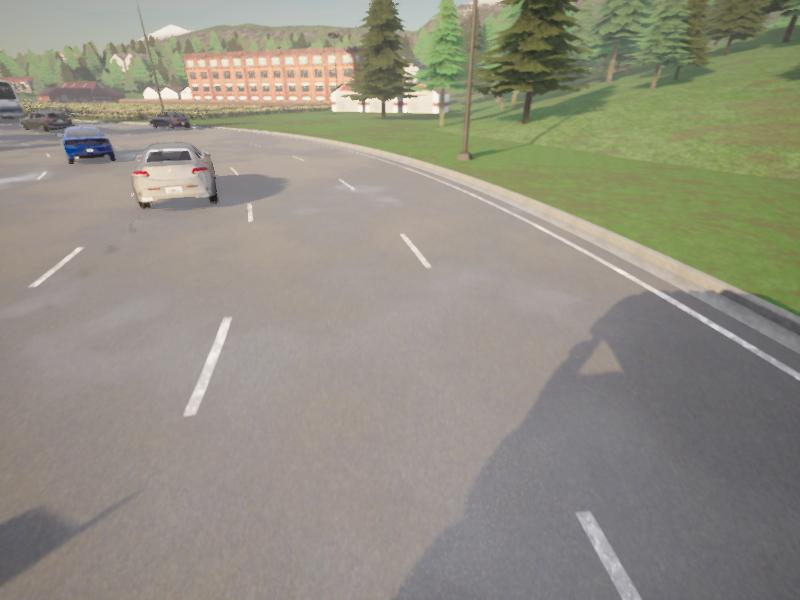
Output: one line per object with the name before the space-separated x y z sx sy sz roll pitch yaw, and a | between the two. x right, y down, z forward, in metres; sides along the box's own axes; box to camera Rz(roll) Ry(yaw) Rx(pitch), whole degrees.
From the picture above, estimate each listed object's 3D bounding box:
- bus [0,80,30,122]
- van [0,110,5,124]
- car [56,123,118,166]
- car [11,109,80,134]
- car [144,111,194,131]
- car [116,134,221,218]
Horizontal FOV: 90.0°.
bus | -50.566 -23.912 47.971 10.273 4.253 3.944 11 29 20
van | -45.846 -20.309 43.441 4.480 2.038 2.069 11 29 20
car | -15.972 -8.008 20.304 1.882 1.535 5.008 -19 33 -33
car | -30.313 -15.309 34.220 4.611 1.667 2.242 12 29 22
car | -21.219 -16.504 36.749 4.193 1.474 1.816 16 31 28
car | -7.186 -4.189 12.859 2.152 1.651 5.027 -11 29 -21
